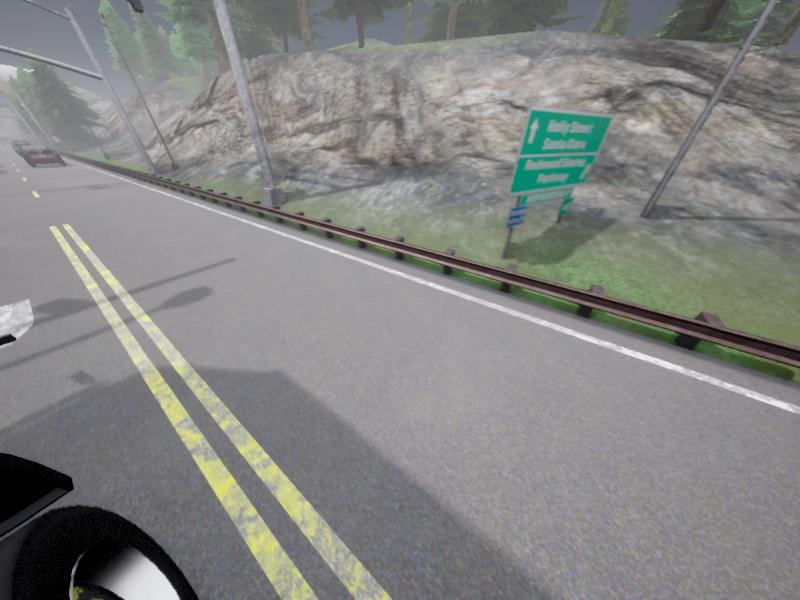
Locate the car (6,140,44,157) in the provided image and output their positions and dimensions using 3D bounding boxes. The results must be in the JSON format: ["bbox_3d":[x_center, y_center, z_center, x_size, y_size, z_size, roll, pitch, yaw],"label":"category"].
[{"bbox_3d":[-48.187,-19.482,29.668,3.988,1.617,1.851,22,41,28],"label":"car"}]

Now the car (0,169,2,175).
[{"bbox_3d":[-29.764,-9.572,15.762,4.856,1.649,2.033,22,41,28],"label":"car"}]

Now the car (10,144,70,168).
[{"bbox_3d":[-32.133,-12.931,20.627,4.792,1.488,2.163,22,41,28],"label":"car"}]
